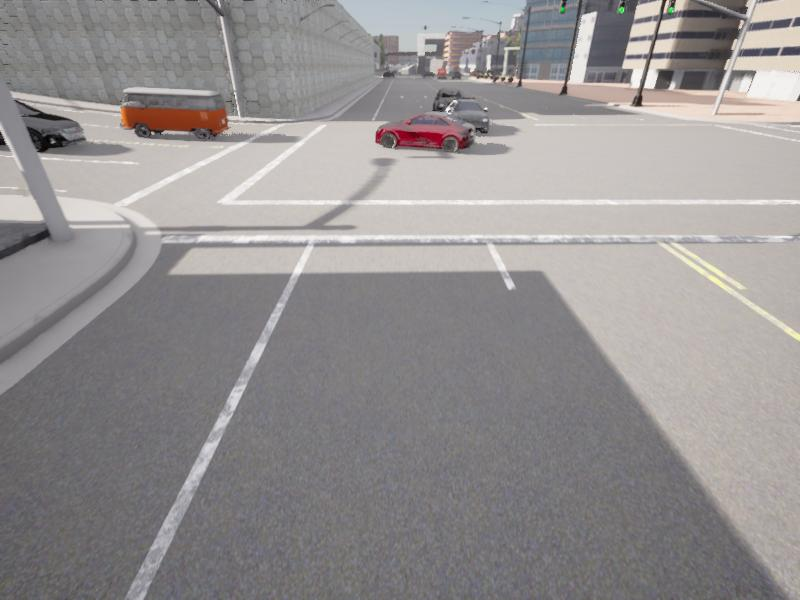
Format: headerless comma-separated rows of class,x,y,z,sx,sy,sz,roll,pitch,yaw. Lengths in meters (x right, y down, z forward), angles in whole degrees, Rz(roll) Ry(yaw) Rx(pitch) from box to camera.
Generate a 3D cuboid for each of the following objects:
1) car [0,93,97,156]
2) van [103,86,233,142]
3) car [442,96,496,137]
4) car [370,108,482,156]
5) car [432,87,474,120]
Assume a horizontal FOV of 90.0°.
car,-14.567,-6.578,14.754,4.856,1.649,2.033,4,30,-3
van,-10.309,-8.464,18.175,4.442,1.987,1.775,0,30,-6
car,3.520,-9.921,21.424,2.038,1.542,4.974,0,30,0
car,1.077,-7.128,16.813,4.181,1.385,1.994,12,32,19
car,3.524,-13.605,27.577,2.242,1.667,4.611,0,30,0
